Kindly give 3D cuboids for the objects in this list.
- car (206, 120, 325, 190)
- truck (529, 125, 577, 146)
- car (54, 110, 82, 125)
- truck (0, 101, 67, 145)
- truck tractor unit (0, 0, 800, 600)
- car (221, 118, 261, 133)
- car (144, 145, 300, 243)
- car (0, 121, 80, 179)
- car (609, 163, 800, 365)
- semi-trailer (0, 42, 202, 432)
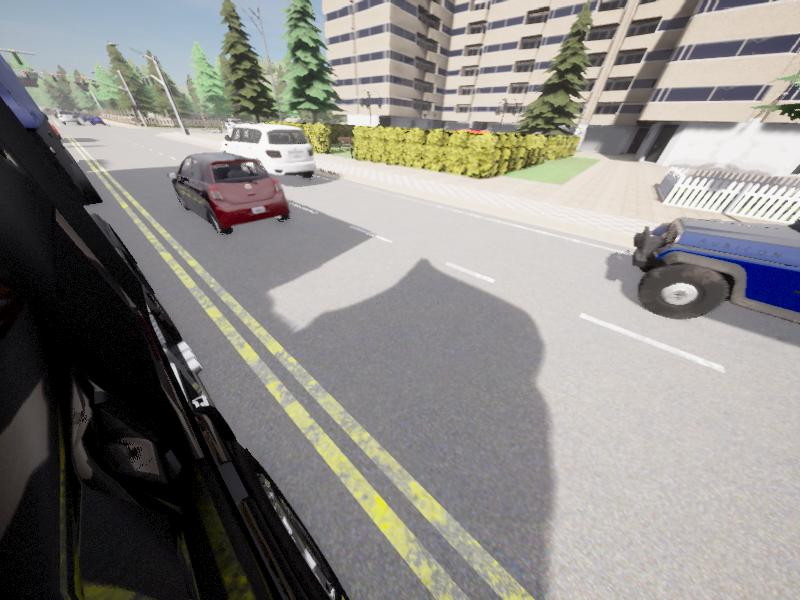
[{"bbox_3d":[-6.161,-6.783,10.572,5.566,2.045,2.150,29,44,30],"label":"car"},{"bbox_3d":[37.334,-40.474,56.719,8.468,3.827,2.891,29,44,30],"label":"truck"},{"bbox_3d":[-62.255,-34.187,43.285,5.566,2.045,2.150,28,44,30],"label":"car"},{"bbox_3d":[-29.421,-13.968,18.221,5.204,2.467,2.627,28,44,30],"label":"truck"},{"bbox_3d":[-2.645,-0.295,0.351,6.516,4.208,3.053,28,44,30],"label":"truck tractor unit"},{"bbox_3d":[-30.280,-33.313,44.251,2.150,2.045,5.566,28,43,30],"label":"car"},{"bbox_3d":[-4.638,-3.007,6.079,3.633,1.501,1.845,28,44,30],"label":"car"},{"bbox_3d":[-16.277,-6.570,9.924,4.611,1.667,2.242,28,44,30],"label":"car"},{"bbox_3d":[5.642,-0.377,2.965,3.866,1.878,1.905,28,44,30],"label":"car"},{"bbox_3d":[-8.695,-3.618,4.215,14.254,4.402,2.717,28,44,30],"label":"semi-trailer"}]
